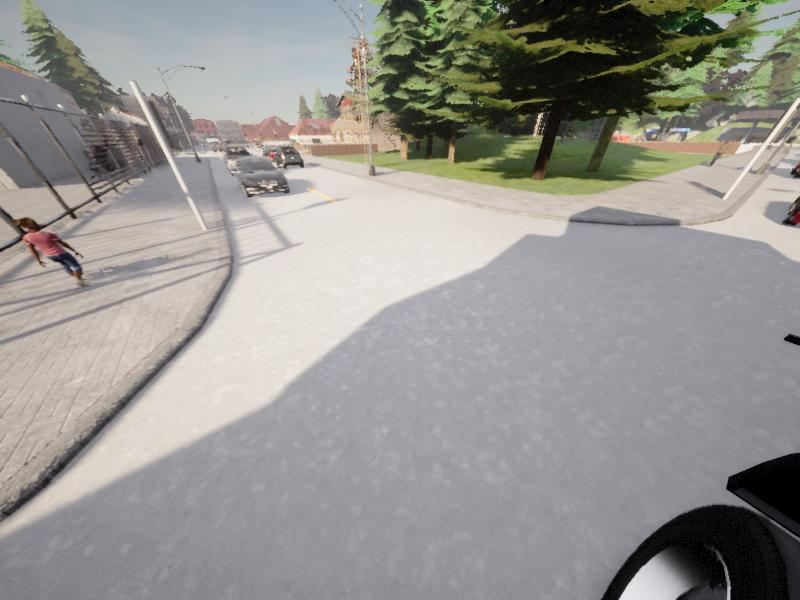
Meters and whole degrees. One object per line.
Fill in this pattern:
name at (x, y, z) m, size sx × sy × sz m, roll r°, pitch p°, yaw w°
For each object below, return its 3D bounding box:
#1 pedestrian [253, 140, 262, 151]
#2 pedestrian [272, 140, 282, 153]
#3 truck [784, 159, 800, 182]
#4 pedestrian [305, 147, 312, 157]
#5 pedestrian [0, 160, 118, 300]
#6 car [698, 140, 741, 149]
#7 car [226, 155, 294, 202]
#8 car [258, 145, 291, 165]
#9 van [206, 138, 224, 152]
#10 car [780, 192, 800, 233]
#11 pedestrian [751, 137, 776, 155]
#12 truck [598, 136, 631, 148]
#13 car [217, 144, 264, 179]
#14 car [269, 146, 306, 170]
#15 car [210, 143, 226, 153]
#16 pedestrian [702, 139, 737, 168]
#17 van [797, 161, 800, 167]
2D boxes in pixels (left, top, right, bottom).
pedestrian at (-27.580, -29.861, 44.629) m, size 0.751 × 1.860 × 0.751 m, roll -8°, pitch 36°, yaw -11°
pedestrian at (-20.900, -26.095, 39.234) m, size 0.751 × 1.860 × 0.751 m, roll -24°, pitch 42°, yaw -30°
truck at (25.990, -8.450, 13.511) m, size 5.204 × 2.467 × 2.627 m, roll -22°, pitch 41°, yaw -28°
pedestrian at (-12.219, -19.678, 30.723) m, size 0.500 × 1.100 × 0.500 m, roll -22°, pitch 41°, yaw -28°
pedestrian at (-5.663, -1.056, 3.600) m, size 0.751 × 1.860 × 0.751 m, roll -22°, pitch 41°, yaw -28°
car at (66.529, -32.435, 48.160) m, size 2.038 × 1.542 × 4.974 m, roll -22°, pitch 41°, yaw -28°
car at (-7.077, -6.219, 11.488) m, size 1.837 × 1.490 × 4.892 m, roll -23°, pitch 40°, yaw -28°
car at (-13.844, -16.007, 25.388) m, size 2.007 × 1.525 × 4.514 m, roll -23°, pitch 41°, yaw -29°
van at (-42.826, -35.839, 53.338) m, size 2.351 × 2.431 × 6.366 m, roll -22°, pitch 41°, yaw -28°
car at (13.298, -2.830, 6.613) m, size 4.181 × 1.385 × 1.994 m, roll -22°, pitch 41°, yaw -28°
pedestrian at (46.494, -19.686, 29.567) m, size 0.751 × 1.860 × 0.751 m, roll -8°, pitch 36°, yaw -11°
truck at (55.967, -41.500, 60.470) m, size 2.627 × 2.467 × 5.204 m, roll -22°, pitch 41°, yaw -28°
car at (-11.724, -10.247, 16.900) m, size 1.932 × 1.855 × 4.605 m, roll -22°, pitch 41°, yaw -28°
car at (-10.232, -12.936, 20.934) m, size 1.851 × 1.617 × 3.988 m, roll -22°, pitch 41°, yaw -28°
car at (-33.939, -28.336, 43.080) m, size 1.816 × 1.474 × 4.193 m, roll -22°, pitch 41°, yaw -28°
pedestrian at (24.985, -11.453, 18.085) m, size 0.751 × 1.860 × 0.751 m, roll -22°, pitch 41°, yaw -27°
van at (37.179, -13.028, 19.844) m, size 5.915 × 2.561 × 1.988 m, roll -22°, pitch 41°, yaw -28°
